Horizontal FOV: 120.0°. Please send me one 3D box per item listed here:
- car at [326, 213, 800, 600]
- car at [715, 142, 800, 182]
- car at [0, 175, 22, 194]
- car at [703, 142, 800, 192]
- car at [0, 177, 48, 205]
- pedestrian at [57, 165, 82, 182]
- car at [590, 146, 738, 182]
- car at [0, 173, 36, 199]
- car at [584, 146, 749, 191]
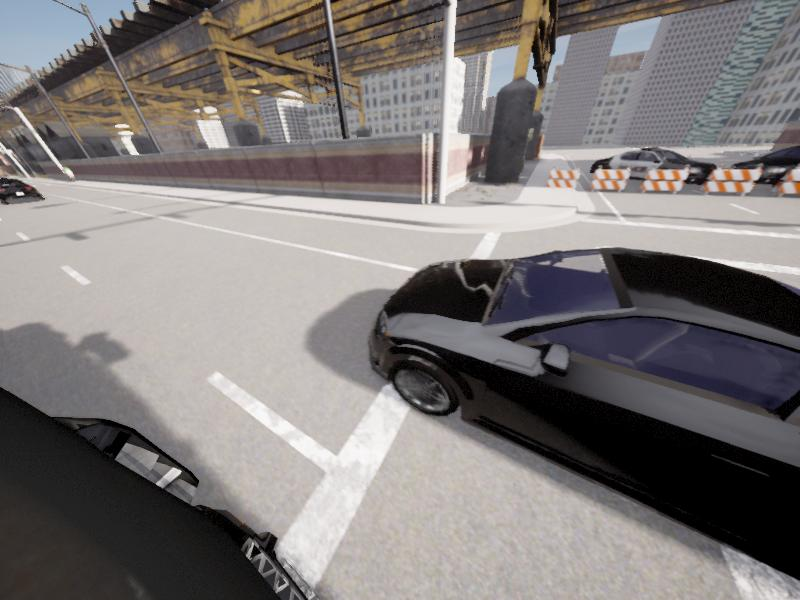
[{"bbox_3d":[1.743,0.340,2.060,4.181,1.385,1.994,16,38,26],"label":"car"},{"bbox_3d":[16.834,-5.873,9.697,4.536,1.218,1.853,-6,34,-4],"label":"car"},{"bbox_3d":[-40.232,-11.388,22.813,4.902,1.511,2.128,15,38,25],"label":"car"},{"bbox_3d":[16.789,-5.737,9.780,4.974,1.542,2.038,-6,34,-4],"label":"car"},{"bbox_3d":[-28.593,-8.123,17.066,4.674,1.442,1.812,15,38,26],"label":"car"},{"bbox_3d":[-41.201,-15.771,28.824,0.751,1.860,0.751,9,35,17],"label":"pedestrian"},{"bbox_3d":[12.755,-7.003,11.711,1.853,1.218,4.536,-12,35,-13],"label":"car"},{"bbox_3d":[-34.326,-9.813,19.844,4.611,1.667,2.242,15,38,25],"label":"car"},{"bbox_3d":[12.777,-6.845,11.757,2.038,1.542,4.974,-12,35,-13],"label":"car"}]
